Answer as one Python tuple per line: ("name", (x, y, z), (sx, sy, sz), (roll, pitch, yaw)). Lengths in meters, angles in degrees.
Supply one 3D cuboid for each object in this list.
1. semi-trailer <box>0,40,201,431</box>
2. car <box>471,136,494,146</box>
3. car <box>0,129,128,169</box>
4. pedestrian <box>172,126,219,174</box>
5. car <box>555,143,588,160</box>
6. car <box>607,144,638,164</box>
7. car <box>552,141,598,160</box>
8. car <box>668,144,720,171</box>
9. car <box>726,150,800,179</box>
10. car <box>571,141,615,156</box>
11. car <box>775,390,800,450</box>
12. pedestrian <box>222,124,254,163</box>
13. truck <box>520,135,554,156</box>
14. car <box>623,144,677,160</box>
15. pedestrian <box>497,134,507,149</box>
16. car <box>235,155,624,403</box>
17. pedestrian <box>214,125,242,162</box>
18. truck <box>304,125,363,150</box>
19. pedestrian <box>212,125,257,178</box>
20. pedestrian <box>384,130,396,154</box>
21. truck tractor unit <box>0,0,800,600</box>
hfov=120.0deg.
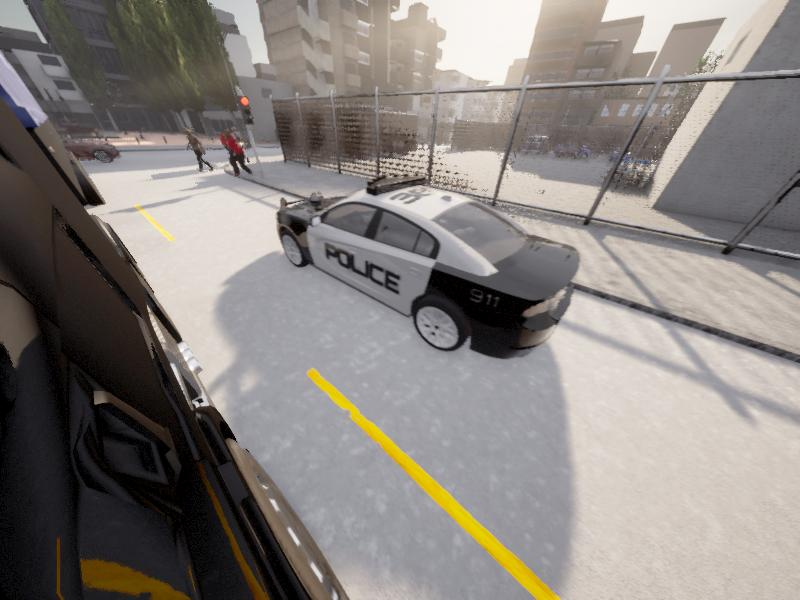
("semi-trailer", (-8.685, -3.602, 4.257), (14.254, 4.402, 2.717), (28, 44, 30))
("car", (16.494, -31.662, 46.000), (2.033, 1.411, 5.357), (27, 43, 29))
("car", (-17.767, -7.756, 11.772), (1.812, 1.442, 4.674), (28, 43, 30))
("pedestrian", (-9.788, -7.219, 11.146), (0.751, 1.860, 0.751), (10, 37, 10))
("car", (20.065, -17.403, 26.947), (2.033, 1.415, 5.357), (28, 43, 29))
("car", (23.940, -15.754, 24.866), (1.845, 1.501, 3.633), (28, 43, 29))
("car", (20.142, -17.299, 26.692), (3.705, 1.547, 1.789), (28, 43, 29))
("car", (27.307, -13.422, 21.656), (1.905, 1.878, 3.866), (28, 43, 29))
("car", (30.454, -11.500, 19.445), (2.242, 1.667, 4.611), (28, 43, 29))
("car", (29.832, -23.552, 35.830), (4.902, 1.511, 2.128), (27, 43, 29))
("car", (4.944, 1.654, 0.391), (3.988, 1.617, 1.851), (27, 43, 29))
("pedestrian", (-9.623, -9.325, 13.798), (0.751, 1.860, 0.751), (23, 41, 25))
("truck", (17.125, -19.319, 28.817), (2.069, 2.038, 4.478), (28, 43, 29))
("car", (34.948, -20.835, 32.508), (4.892, 1.490, 1.837), (27, 43, 29))
("pedestrian", (15.552, -24.145, 35.247), (0.751, 1.860, 0.751), (21, 40, 23))
("car", (-0.173, -1.086, 3.728), (5.238, 1.638, 1.930), (27, 43, 29))
("pedestrian", (-11.047, -10.054, 14.878), (0.751, 1.860, 0.751), (-28, 46, -34))
("truck", (-7.503, -18.966, 26.899), (2.390, 2.098, 6.274), (27, 43, 29))
("pedestrian", (-7.206, -6.496, 10.148), (0.751, 1.860, 0.751), (18, 39, 20))
("pedestrian", (-0.967, -14.858, 21.755), (0.751, 1.860, 0.751), (31, 45, 32))
("truck tractor unit", (-2.645, -0.295, 0.351), (6.516, 4.208, 3.053), (28, 44, 30))
